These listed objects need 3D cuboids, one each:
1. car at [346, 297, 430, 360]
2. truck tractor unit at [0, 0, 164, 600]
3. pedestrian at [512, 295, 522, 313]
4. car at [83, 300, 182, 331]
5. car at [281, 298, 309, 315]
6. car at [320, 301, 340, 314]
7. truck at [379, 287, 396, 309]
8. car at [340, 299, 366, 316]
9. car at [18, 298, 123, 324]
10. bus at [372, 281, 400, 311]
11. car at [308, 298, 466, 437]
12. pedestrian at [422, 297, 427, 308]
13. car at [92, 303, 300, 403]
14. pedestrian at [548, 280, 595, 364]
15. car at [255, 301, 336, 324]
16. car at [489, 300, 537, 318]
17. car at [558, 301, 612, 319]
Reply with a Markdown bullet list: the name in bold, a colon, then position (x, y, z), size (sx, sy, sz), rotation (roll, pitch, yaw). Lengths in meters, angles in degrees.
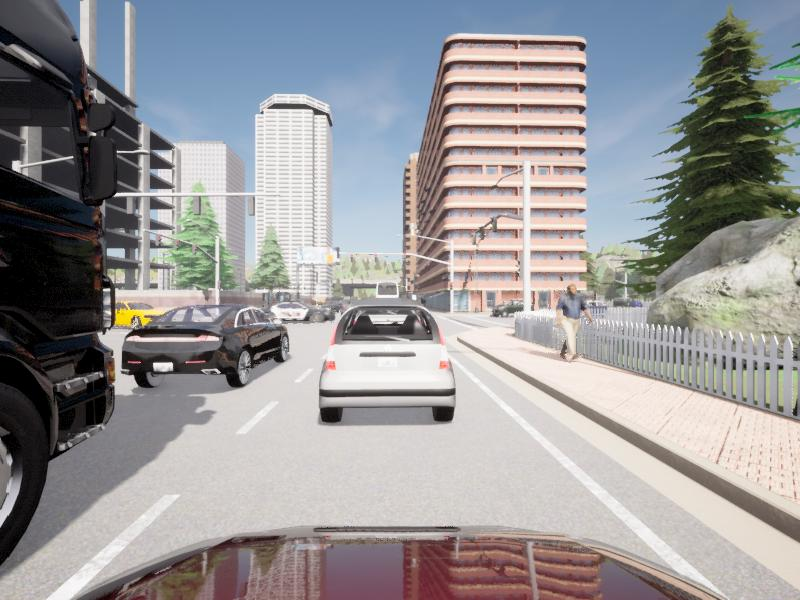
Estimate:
- **car**: position (-0.383, 0.756, 12.936), size (2.242, 1.667, 4.611), rotation (0, 0, -2)
- **truck tractor unit**: position (-3.404, -0.516, 0.105), size (3.053, 4.208, 6.516), rotation (0, 0, -3)
- **pedestrian**: position (12.545, 0.429, 42.914), size (0.751, 1.860, 0.751), rotation (0, 0, -18)
- **car**: position (-14.461, 0.787, 21.604), size (5.008, 1.535, 1.882), rotation (0, -1, 21)
- **car**: position (-11.956, 0.694, 45.747), size (2.097, 1.767, 4.553), rotation (0, 0, -2)
- **car**: position (-8.566, 0.844, 49.348), size (1.837, 1.490, 4.892), rotation (0, 0, -2)
- **truck**: position (-2.345, -0.325, 74.066), size (2.891, 3.827, 8.468), rotation (0, 0, -2)
- **car**: position (-4.941, 0.757, 43.051), size (2.242, 1.667, 4.611), rotation (0, 0, 0)
- **car**: position (-21.640, 0.716, 26.434), size (5.238, 1.638, 1.930), rotation (0, 0, -3)
- **bus**: position (-2.067, -0.533, 61.354), size (3.944, 4.253, 10.273), rotation (0, 0, -2)
- **car**: position (-0.207, 0.788, 6.686), size (1.851, 1.617, 3.988), rotation (0, 0, -2)
- **pedestrian**: position (4.232, 0.502, 67.897), size (0.751, 1.860, 0.751), rotation (0, 0, -3)
- **car**: position (-3.774, 0.836, 8.674), size (2.128, 1.511, 4.902), rotation (0, 0, -2)
- **pedestrian**: position (3.942, 0.485, 9.247), size (0.751, 1.860, 0.751), rotation (0, 0, -2)
- **car**: position (-6.916, 0.816, 26.980), size (4.974, 1.542, 2.038), rotation (0, 0, -2)
- **car**: position (10.037, 0.759, 35.522), size (3.705, 1.549, 1.789), rotation (0, 0, -14)
- **car**: position (15.441, 0.798, 33.417), size (3.806, 1.475, 1.970), rotation (0, 0, -22)
